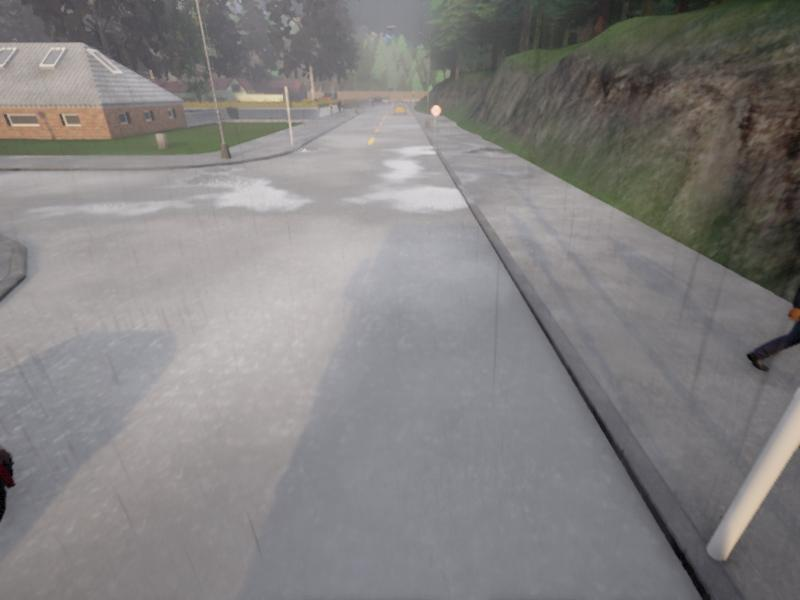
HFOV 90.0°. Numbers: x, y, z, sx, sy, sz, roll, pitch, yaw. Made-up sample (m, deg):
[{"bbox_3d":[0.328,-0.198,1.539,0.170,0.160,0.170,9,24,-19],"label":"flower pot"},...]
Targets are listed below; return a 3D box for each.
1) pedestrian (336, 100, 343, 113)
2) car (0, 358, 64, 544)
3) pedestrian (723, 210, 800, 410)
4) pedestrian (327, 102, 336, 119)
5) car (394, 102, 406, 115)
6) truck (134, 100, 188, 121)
[{"bbox_3d":[-9.299,-29.826,61.612,0.751,1.860,0.751,1,27,2],"label":"pedestrian"},{"bbox_3d":[-4.002,1.886,1.402,1.994,1.385,4.181,0,27,0],"label":"car"},{"bbox_3d":[4.277,0.075,4.068,0.751,1.860,0.751,-8,29,-15],"label":"pedestrian"},{"bbox_3d":[-8.305,-23.011,48.513,0.751,1.860,0.751,1,27,2],"label":"pedestrian"},{"bbox_3d":[0.003,-28.785,60.199,1.801,1.575,5.366,0,27,0],"label":"car"},{"bbox_3d":[-26.976,-21.522,45.331,4.478,2.038,2.069,0,27,0],"label":"truck"}]
